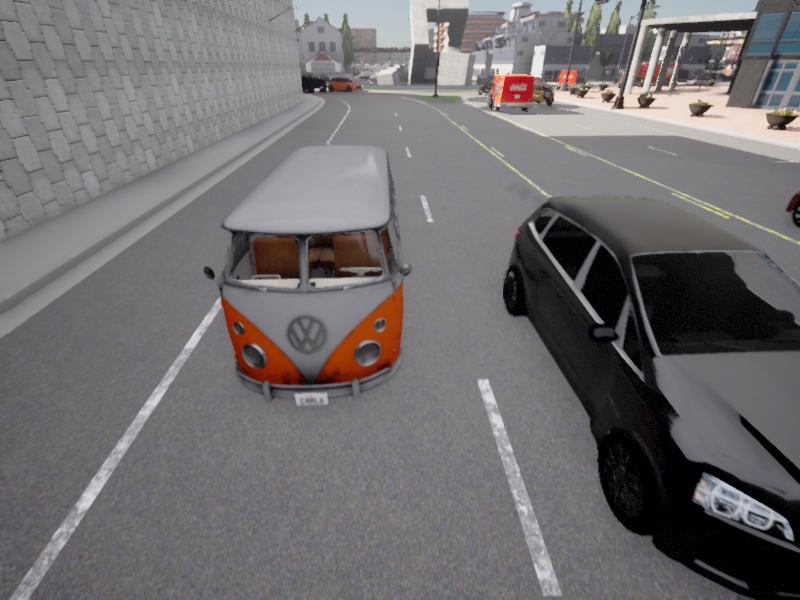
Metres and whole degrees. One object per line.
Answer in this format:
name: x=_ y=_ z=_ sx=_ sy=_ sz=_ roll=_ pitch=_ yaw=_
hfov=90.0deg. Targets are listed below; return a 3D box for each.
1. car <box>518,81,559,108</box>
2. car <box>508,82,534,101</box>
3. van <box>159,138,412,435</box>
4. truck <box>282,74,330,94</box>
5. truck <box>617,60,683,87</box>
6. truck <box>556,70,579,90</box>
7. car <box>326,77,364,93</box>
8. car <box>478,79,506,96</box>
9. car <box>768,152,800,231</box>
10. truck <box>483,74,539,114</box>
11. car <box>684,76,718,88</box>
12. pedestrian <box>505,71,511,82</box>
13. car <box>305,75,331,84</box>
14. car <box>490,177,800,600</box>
car: x=11.969 y=-18.049 z=34.987 sx=1.932 sy=1.855 sz=4.605 roll=1 pitch=31 yaw=1
car: x=12.424 y=-21.607 z=41.383 sx=1.789 sy=1.549 sz=3.705 roll=3 pitch=31 yaw=5
van: x=-0.898 y=-0.716 z=5.249 sx=1.775 sy=1.987 sz=4.442 roll=-1 pitch=30 yaw=-2
truck: x=-12.176 y=-27.935 z=51.605 sx=6.274 sy=2.098 sz=2.390 roll=23 pitch=37 yaw=34
truck: x=42.909 y=-39.031 z=68.942 sx=8.468 sy=3.827 sz=2.891 roll=0 pitch=30 yaw=1
truck: x=25.012 y=-32.923 z=59.824 sx=2.627 sy=2.467 sz=5.204 roll=10 pitch=32 yaw=16
car: x=-7.158 y=-28.053 z=52.129 sx=4.553 sy=1.767 sz=2.097 roll=18 pitch=35 yaw=28
car: x=11.112 y=-25.656 z=48.228 sx=2.152 sy=1.651 sz=5.027 roll=12 pitch=33 yaw=20
car: x=9.525 y=-1.607 z=7.162 sx=1.851 sy=1.617 sz=3.988 roll=-1 pitch=30 yaw=-2
truck: x=8.398 y=-16.029 z=30.941 sx=2.627 sy=2.467 sz=5.204 roll=0 pitch=30 yaw=-1
car: x=50.267 y=-36.465 z=66.851 sx=3.988 sy=1.617 sz=1.851 roll=-2 pitch=30 yaw=-3
pedestrian: x=22.700 y=-46.952 z=84.040 sx=0.751 sy=1.860 sz=0.751 roll=-11 pitch=32 yaw=-18
car: x=-15.998 y=-43.249 z=78.351 sx=1.837 sy=1.490 sz=4.892 roll=19 pitch=35 yaw=29
car: x=2.668 y=0.157 z=4.074 sx=2.242 sy=1.667 sz=4.611 roll=-1 pitch=30 yaw=-2
